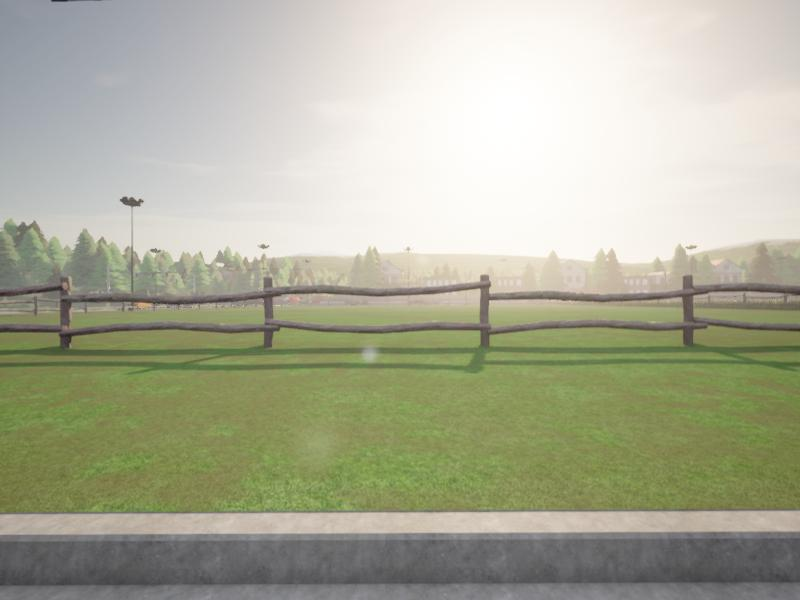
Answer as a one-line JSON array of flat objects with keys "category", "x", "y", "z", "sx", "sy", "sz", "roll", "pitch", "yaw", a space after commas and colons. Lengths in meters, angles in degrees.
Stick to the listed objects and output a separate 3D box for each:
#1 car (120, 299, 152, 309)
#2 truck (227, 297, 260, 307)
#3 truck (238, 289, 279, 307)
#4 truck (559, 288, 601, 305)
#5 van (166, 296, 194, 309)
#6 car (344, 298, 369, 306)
[{"category": "car", "x": -43.589, "y": 0.643, "z": 66.166, "sx": 1.882, "sy": 1.535, "sz": 5.008, "roll": 0, "pitch": 0, "yaw": 1}, {"category": "truck", "x": -33.792, "y": 0.379, "z": 86.604, "sx": 2.390, "sy": 2.098, "sz": 6.274, "roll": 0, "pitch": 0, "yaw": 40}, {"category": "truck", "x": -32.598, "y": -0.473, "z": 92.222, "sx": 8.468, "sy": 3.827, "sz": 2.891, "roll": 0, "pitch": 0, "yaw": -35}, {"category": "truck", "x": 41.226, "y": -0.837, "z": 91.789, "sx": 8.468, "sy": 3.827, "sz": 2.891, "roll": 0, "pitch": 0, "yaw": 0}, {"category": "van", "x": -36.570, "y": 0.362, "z": 66.616, "sx": 2.069, "sy": 2.038, "sz": 4.480, "roll": 0, "pitch": 0, "yaw": 1}, {"category": "car", "x": -9.610, "y": 0.498, "z": 88.570, "sx": 5.238, "sy": 1.638, "sz": 1.930, "roll": 0, "pitch": 0, "yaw": 0}]
